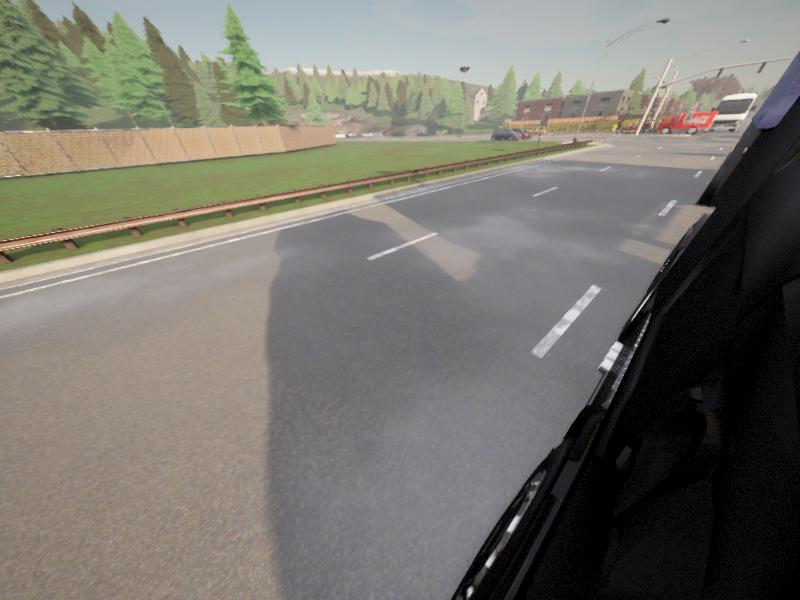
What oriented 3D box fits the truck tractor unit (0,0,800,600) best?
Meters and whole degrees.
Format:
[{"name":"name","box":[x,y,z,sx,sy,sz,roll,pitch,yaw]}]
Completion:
[{"name":"truck tractor unit","box":[2.645,-0.295,0.351,6.516,4.208,3.053,-28,44,-30]}]

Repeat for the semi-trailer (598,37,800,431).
[{"name":"semi-trailer","box":[8.694,-3.594,4.251,14.254,4.402,2.717,-28,43,-30]}]

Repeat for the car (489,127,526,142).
[{"name":"car","box":[16.873,-26.201,36.561,2.097,1.767,4.553,-27,43,-30]}]

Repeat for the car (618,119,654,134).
[{"name":"car","box":[41.225,-30.369,40.496,3.866,1.878,1.905,21,43,28]}]

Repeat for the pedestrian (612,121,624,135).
[{"name":"pedestrian","box":[35.975,-28.345,38.089,0.751,1.860,0.751,22,43,30]}]

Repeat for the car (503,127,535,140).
[{"name":"car","box":[19.652,-27.477,38.263,1.851,1.617,3.988,-27,43,-30]}]

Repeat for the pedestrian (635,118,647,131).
[{"name":"pedestrian","box":[44.517,-32.362,42.652,0.751,1.860,0.751,-32,45,-33]}]

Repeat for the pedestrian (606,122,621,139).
[{"name":"pedestrian","box":[29.163,-23.249,31.637,0.751,1.860,0.751,-30,44,-32]}]

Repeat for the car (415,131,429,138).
[{"name":"car","box":[6.720,-50.391,70.303,1.970,1.475,3.806,-28,43,-30]}]

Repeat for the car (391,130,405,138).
[{"name":"car","box":[-0.722,-59.012,82.012,2.150,2.045,5.566,-27,43,-30]}]

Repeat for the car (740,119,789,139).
[{"name":"car","box":[37.759,-17.814,24.031,4.902,1.511,2.128,-28,43,-30]}]

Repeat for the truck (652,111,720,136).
[{"name":"truck","box":[39.813,-24.637,32.330,2.627,2.467,5.204,-27,43,-29]}]

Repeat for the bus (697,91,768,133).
[{"name":"bus","box":[48.996,-27.531,34.136,10.273,4.253,3.944,-28,43,-30]}]
